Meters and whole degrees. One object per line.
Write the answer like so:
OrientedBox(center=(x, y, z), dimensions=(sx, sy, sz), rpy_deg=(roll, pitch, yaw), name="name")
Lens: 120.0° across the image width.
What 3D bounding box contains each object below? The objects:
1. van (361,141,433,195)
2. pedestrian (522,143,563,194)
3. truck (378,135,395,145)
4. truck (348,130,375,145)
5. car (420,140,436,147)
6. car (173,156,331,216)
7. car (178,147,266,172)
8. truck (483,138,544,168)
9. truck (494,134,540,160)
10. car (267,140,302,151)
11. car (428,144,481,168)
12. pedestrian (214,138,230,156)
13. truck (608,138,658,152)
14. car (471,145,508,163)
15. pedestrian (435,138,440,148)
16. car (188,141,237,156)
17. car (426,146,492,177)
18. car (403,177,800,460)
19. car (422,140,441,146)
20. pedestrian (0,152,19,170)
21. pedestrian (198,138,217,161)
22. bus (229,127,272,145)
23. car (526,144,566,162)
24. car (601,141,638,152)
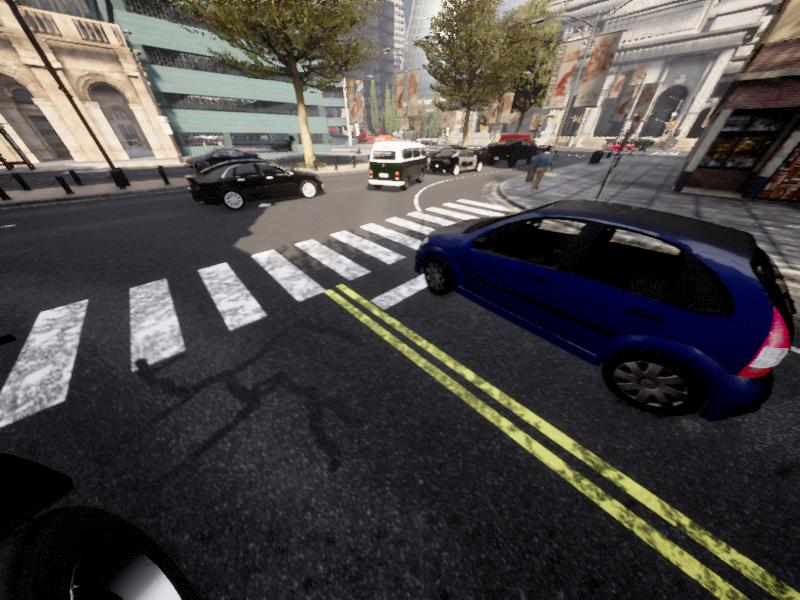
OrientedBox(center=(0.070, -7.176, 12.247), dimensions=(2.069, 2.038, 4.480), rpy_deg=(13, 37, 18), name="van")
OrientedBox(center=(6.234, -5.791, 10.172), dimensions=(0.751, 1.860, 0.751), rpy_deg=(-25, 42, -31), name="pedestrian")
OrientedBox(center=(-4.523, -53.570, 77.302), dimensions=(5.204, 2.467, 2.627), rpy_deg=(23, 41, 29), name="truck")
OrientedBox(center=(-12.766, -54.387, 77.244), dimensions=(8.468, 3.827, 2.891), rpy_deg=(13, 37, 18), name="truck")
OrientedBox(center=(7.671, -43.501, 64.086), dimensions=(1.994, 1.385, 4.181), rpy_deg=(-28, 44, -34), name="car")
OrientedBox(center=(-5.591, -4.842, 9.403), dimensions=(4.892, 1.490, 1.837), rpy_deg=(-29, 44, -34), name="car")
OrientedBox(center=(-14.628, -11.818, 19.292), dimensions=(5.357, 1.411, 2.033), rpy_deg=(-29, 44, -34), name="car")
OrientedBox(center=(10.783, -14.015, 21.893), dimensions=(6.274, 2.098, 2.390), rpy_deg=(-29, 44, -34), name="truck")
OrientedBox(center=(14.480, -18.969, 28.576), dimensions=(5.204, 2.467, 2.627), rpy_deg=(-29, 44, -34), name="truck")
OrientedBox(center=(-20.379, -27.497, 41.077), dimensions=(4.902, 1.511, 2.128), rpy_deg=(-29, 44, -34), name="car")
OrientedBox(center=(5.167, -13.553, 21.611), dimensions=(5.238, 1.638, 1.930), rpy_deg=(-29, 44, -34), name="car")
OrientedBox(center=(-21.756, -18.689, 28.245), dimensions=(0.751, 1.860, 0.751), rpy_deg=(-29, 45, -35), name="pedestrian")
OrientedBox(center=(44.575, -29.859, 44.386), dimensions=(2.390, 2.098, 6.274), rpy_deg=(-28, 44, -34), name="truck")
OrientedBox(center=(9.748, -15.983, 25.201), dimensions=(3.806, 1.475, 1.970), rpy_deg=(-29, 44, -34), name="car")
OrientedBox(center=(7.907, -33.105, 48.711), dimensions=(0.751, 1.860, 0.751), rpy_deg=(-21, 40, -27), name="pedestrian")
OrientedBox(center=(-25.953, -21.135, 32.147), dimensions=(4.786, 1.482, 2.161), rpy_deg=(-29, 44, -34), name="car")
OrientedBox(center=(4.412, -10.355, 17.097), dimensions=(5.238, 1.638, 1.930), rpy_deg=(-29, 44, -34), name="car")
OrientedBox(center=(2.068, -0.514, 3.234), dimensions=(1.851, 1.617, 3.988), rpy_deg=(-26, 43, -32), name="car")
OrientedBox(center=(9.093, -45.580, 67.011), dimensions=(2.033, 1.411, 5.357), rpy_deg=(-28, 44, -34), name="car")
OrientedBox(center=(-28.680, -10.118, 16.781), dimensions=(0.500, 1.100, 0.500), rpy_deg=(-28, 44, -34), name="pedestrian")
OrientedBox(center=(-19.600, -15.336, 23.524), dimensions=(0.751, 1.860, 0.751), rpy_deg=(28, 44, 34), name="pedestrian")
OrientedBox(center=(-46.961, -51.728, 72.973), dimensions=(10.273, 4.253, 3.944), rpy_deg=(-23, 41, -29), name="bus")
OrientedBox(center=(17.051, -17.194, 26.912), dimensions=(4.902, 1.511, 2.128), rpy_deg=(-29, 44, -34), name="car")
OrientedBox(center=(40.574, -28.515, 42.848), dimensions=(4.611, 1.667, 2.242), rpy_deg=(21, 40, 27), name="car")
